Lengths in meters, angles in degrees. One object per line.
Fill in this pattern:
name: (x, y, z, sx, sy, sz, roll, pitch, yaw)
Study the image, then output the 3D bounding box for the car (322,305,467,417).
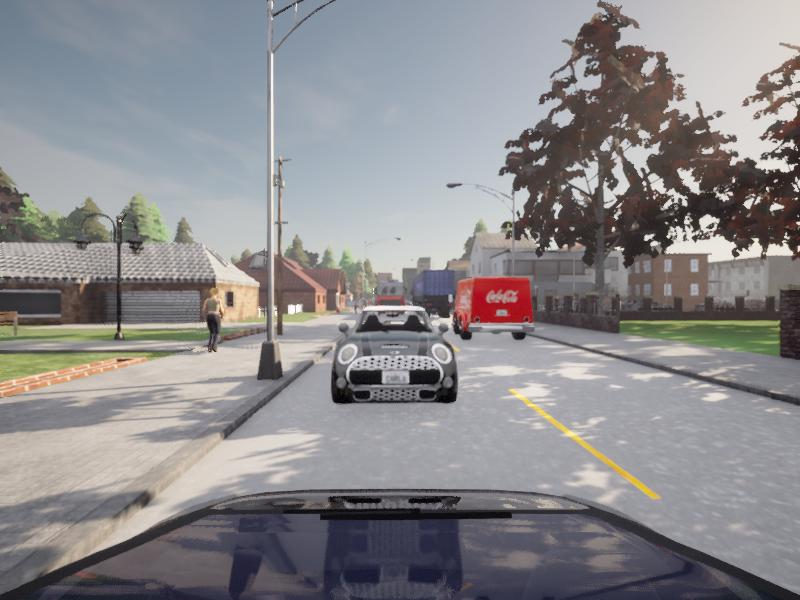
car: (-0.115, 0.856, 7.354, 1.970, 1.475, 3.806, 0, 0, -1)

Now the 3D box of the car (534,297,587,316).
car: (16.406, 0.668, 40.989, 4.605, 1.855, 1.932, 0, 0, -1)

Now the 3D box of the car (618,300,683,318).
car: (23.127, 0.792, 37.014, 4.856, 1.649, 2.033, 0, 0, -3)

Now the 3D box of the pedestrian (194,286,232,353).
pedestrian: (-5.326, 0.538, 11.410, 0.751, 1.860, 0.751, 0, 0, -3)

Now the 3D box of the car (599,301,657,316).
car: (23.407, 0.859, 41.184, 4.892, 1.490, 1.837, 0, 0, -1)

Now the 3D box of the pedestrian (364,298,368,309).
pedestrian: (-5.898, 0.559, 69.248, 0.751, 1.860, 0.751, 0, 0, -6)

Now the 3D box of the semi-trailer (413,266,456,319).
semi-trailer: (3.088, -0.603, 40.165, 2.717, 4.402, 14.254, 0, 0, -1)

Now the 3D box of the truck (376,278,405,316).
truck: (-1.028, -0.304, 44.604, 2.891, 3.827, 8.468, 0, 0, -1)

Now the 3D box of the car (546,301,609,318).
car: (16.395, 0.850, 37.043, 4.902, 1.511, 2.128, 0, 0, -1)

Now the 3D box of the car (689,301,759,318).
car: (29.984, 0.850, 37.121, 4.902, 1.511, 2.128, 0, 0, -4)

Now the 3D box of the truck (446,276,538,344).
truck: (3.651, 0.364, 17.161, 2.627, 2.467, 5.204, 0, 0, -2)

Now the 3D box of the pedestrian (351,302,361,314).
pedestrian: (-4.594, 0.829, 41.550, 0.751, 1.300, 0.751, 0, 0, 19)

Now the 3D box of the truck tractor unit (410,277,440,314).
truck tractor unit: (2.888, -0.504, 48.076, 3.053, 4.208, 6.516, 0, 0, -1)
